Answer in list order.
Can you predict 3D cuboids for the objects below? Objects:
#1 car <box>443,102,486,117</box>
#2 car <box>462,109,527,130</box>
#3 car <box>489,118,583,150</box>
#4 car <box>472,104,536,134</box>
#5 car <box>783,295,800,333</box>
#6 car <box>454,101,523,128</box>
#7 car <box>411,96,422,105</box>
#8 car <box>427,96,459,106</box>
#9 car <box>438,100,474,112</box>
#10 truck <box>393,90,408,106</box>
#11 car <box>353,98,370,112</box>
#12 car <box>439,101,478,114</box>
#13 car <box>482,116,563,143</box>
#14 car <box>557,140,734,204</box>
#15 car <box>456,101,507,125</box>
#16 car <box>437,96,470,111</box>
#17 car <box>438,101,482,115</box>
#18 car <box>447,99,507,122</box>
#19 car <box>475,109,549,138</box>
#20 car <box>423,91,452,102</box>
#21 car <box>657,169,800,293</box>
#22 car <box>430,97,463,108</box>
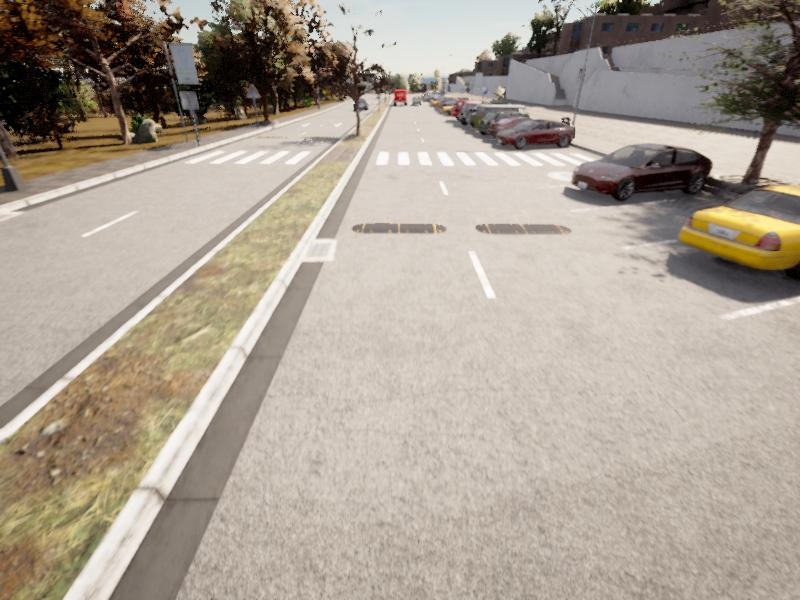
[{"bbox_3d":[8.093,-23.938,50.300,4.792,1.488,2.163,-9,30,-18],"label":"car"},{"bbox_3d":[8.101,-15.582,34.477,4.892,1.521,2.231,-9,29,-18],"label":"car"},{"bbox_3d":[8.072,-9.968,23.911,4.792,1.488,2.163,-9,30,-18],"label":"car"},{"bbox_3d":[8.217,-14.407,31.773,4.442,1.987,1.878,-9,29,-18],"label":"car"},{"bbox_3d":[8.086,-0.156,5.341,4.674,1.452,2.002,-9,30,-18],"label":"car"},{"bbox_3d":[8.089,-17.192,36.984,5.566,2.045,2.435,-9,30,-18],"label":"car"},{"bbox_3d":[3.074,-37.210,74.558,1.845,1.501,3.633,0,29,0],"label":"car"},{"bbox_3d":[7.969,-36.759,73.840,5.366,1.575,1.946,-9,30,-18],"label":"car"},{"bbox_3d":[8.122,-28.177,58.204,4.674,1.452,2.002,-9,30,-18],"label":"car"},{"bbox_3d":[0.076,-37.623,74.335,2.627,2.467,5.204,0,29,0],"label":"truck"},{"bbox_3d":[-5.746,-29.147,59.600,2.033,1.649,4.856,0,28,0],"label":"car"},{"bbox_3d":[8.151,-26.772,55.585,4.792,1.488,2.163,-9,30,-18],"label":"car"},{"bbox_3d":[8.095,-11.368,26.585,4.674,1.452,2.002,-9,29,-18],"label":"car"},{"bbox_3d":[8.063,-4.360,13.295,4.792,1.488,2.163,-9,30,-18],"label":"car"},{"bbox_3d":[8.007,-18.550,39.606,4.442,1.987,1.878,-9,30,-18],"label":"car"},{"bbox_3d":[8.026,-29.808,60.655,4.442,1.987,1.878,-9,31,-18],"label":"car"},{"bbox_3d":[7.951,-25.352,52.863,5.366,1.575,1.946,-9,30,-18],"label":"car"},{"bbox_3d":[8.144,-19.992,42.286,5.566,2.045,2.435,-9,29,-18],"label":"car"},{"bbox_3d":[8.075,-12.903,29.135,4.553,1.767,2.185,-9,29,-18],"label":"car"},{"bbox_3d":[8.185,-44.136,86.892,5.566,2.045,2.435,-9,30,-18],"label":"car"},{"bbox_3d":[8.256,-1.621,8.042,5.366,1.575,1.946,-9,29,-18],"label":"car"},{"bbox_3d":[7.964,-33.894,68.606,5.366,1.575,1.946,-9,31,-18],"label":"car"}]
